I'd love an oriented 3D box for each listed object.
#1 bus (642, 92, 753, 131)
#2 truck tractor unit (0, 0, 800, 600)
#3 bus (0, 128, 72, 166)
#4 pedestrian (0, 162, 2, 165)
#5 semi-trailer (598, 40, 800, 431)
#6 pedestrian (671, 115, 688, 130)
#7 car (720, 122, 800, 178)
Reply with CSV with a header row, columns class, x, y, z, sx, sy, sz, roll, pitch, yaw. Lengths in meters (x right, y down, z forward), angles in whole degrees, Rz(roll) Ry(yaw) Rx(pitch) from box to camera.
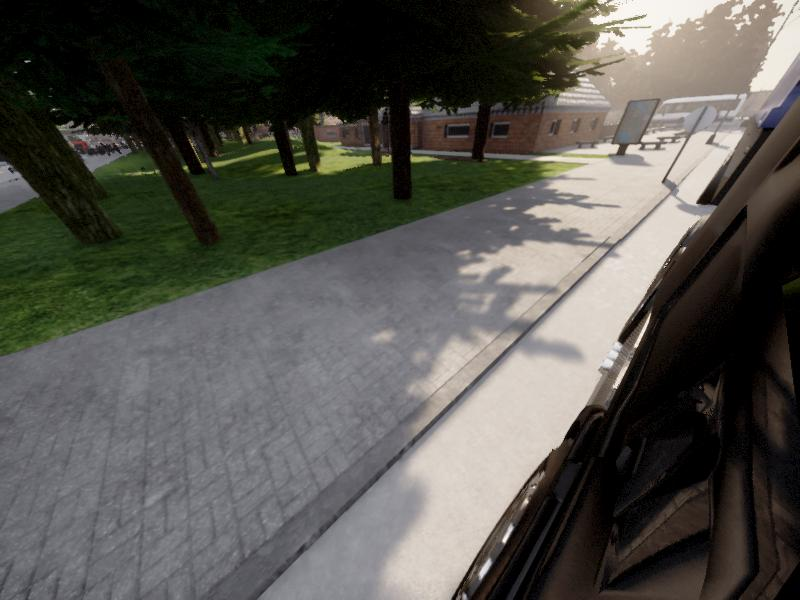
class,x,y,z,sx,sy,sz,roll,pitch,yaw
bus,48.684,-31.246,38.724,10.273,4.253,3.944,25,45,32
truck tractor unit,2.645,-0.295,0.351,6.516,4.208,3.053,-28,44,-30
bus,-57.362,-24.010,36.123,3.944,4.253,10.273,-28,44,-30
pedestrian,-53.260,-18.505,29.834,0.751,1.860,0.751,-16,39,-17
semi-trailer,8.694,-3.609,4.231,14.254,4.402,2.717,-28,44,-30
pedestrian,44.625,-28.404,36.954,0.751,1.860,0.751,-11,38,-10
car,16.845,-6.838,10.318,4.611,1.667,2.242,-28,44,-30
